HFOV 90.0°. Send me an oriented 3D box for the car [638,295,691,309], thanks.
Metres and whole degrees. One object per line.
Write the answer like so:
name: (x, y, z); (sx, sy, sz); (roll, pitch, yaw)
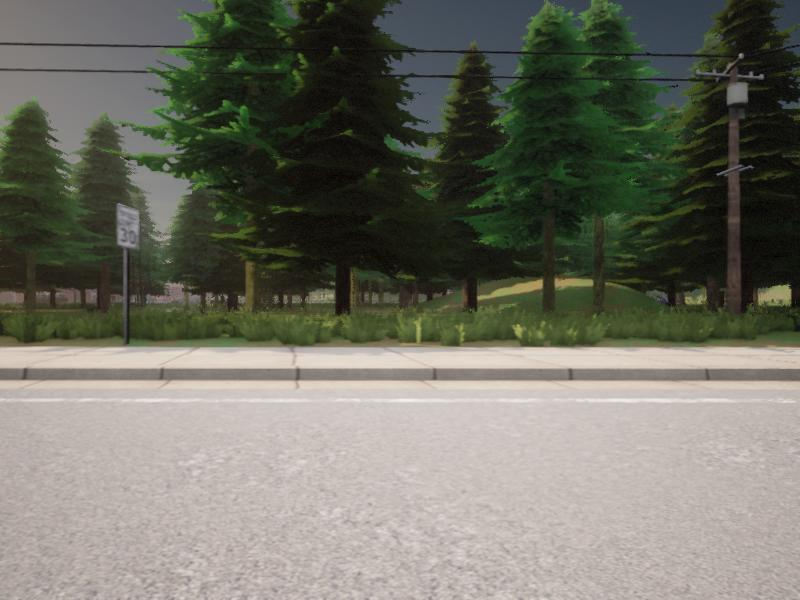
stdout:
car: (31.702, 0.246, 48.164); (1.882, 1.535, 5.008); (1, 0, -26)
